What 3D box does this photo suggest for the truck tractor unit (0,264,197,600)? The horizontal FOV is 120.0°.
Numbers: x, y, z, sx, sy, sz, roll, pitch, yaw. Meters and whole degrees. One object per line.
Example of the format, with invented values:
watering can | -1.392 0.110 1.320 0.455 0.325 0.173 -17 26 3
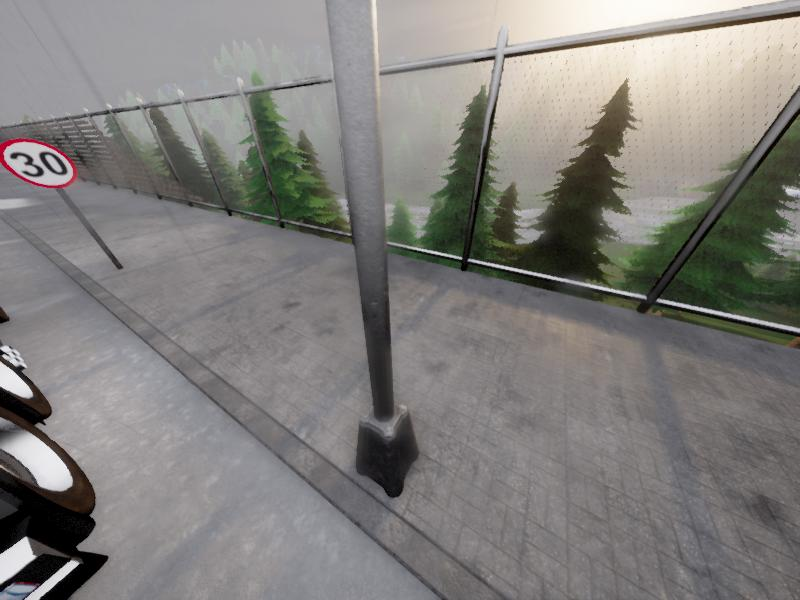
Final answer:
truck tractor unit | -5.113 -0.298 0.780 6.516 4.208 3.053 18 39 24
